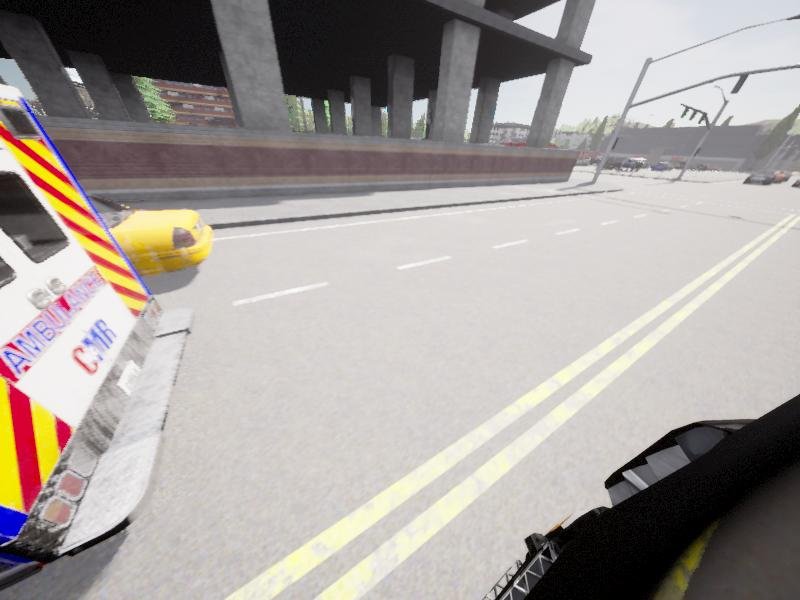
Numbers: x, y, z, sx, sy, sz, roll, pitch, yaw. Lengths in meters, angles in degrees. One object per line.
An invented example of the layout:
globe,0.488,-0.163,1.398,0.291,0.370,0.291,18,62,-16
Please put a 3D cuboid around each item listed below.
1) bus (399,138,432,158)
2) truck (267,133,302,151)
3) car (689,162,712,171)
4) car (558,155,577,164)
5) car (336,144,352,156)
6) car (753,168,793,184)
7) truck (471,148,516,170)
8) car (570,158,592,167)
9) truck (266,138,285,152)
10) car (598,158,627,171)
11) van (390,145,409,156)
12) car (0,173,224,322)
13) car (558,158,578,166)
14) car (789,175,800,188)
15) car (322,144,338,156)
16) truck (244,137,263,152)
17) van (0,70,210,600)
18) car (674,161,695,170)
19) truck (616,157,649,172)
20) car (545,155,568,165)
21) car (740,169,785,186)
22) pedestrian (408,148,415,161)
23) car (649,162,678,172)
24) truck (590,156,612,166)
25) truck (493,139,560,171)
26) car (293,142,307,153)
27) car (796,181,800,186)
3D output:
bus,4.018,-42.514,64.390,3.944,4.253,10.273,-16,38,-26
truck,-34.304,-47.013,68.882,8.468,3.827,2.891,-16,38,-26
car,73.679,-32.730,56.667,4.605,1.855,1.932,-16,38,-26
car,47.335,-39.597,65.110,4.605,1.855,1.932,-16,38,-26
car,-11.615,-31.196,48.094,1.905,1.878,3.866,-16,38,-26
car,53.211,-17.754,32.959,4.553,1.767,2.097,-16,38,-26
truck,13.601,-20.889,34.100,2.627,2.467,5.204,-16,38,-26
car,39.830,-30.186,50.814,3.806,1.475,1.970,-16,38,-26
truck,-27.557,-34.304,51.153,2.615,2.467,5.204,-16,38,-26
car,38.474,-24.578,41.821,4.605,1.855,1.932,-16,38,-26
van,-0.288,-42.245,65.324,2.351,2.431,6.366,-16,38,-26
car,-6.005,-0.746,3.210,5.366,1.575,1.801,-16,38,-26
car,38.395,-31.649,52.859,3.905,1.438,1.784,-16,38,-26
car,49.534,-14.340,27.830,3.806,1.475,1.970,-16,38,-26
car,-14.164,-30.472,46.818,1.905,1.878,3.866,-16,38,-26
truck,-31.293,-33.243,49.282,2.615,2.467,5.204,-16,38,-26
van,-4.706,0.768,0.255,6.366,2.431,2.351,-16,38,-26
car,72.290,-34.177,58.754,3.866,1.878,1.905,-16,38,-26
truck,39.975,-23.237,39.736,4.478,2.038,2.069,-16,38,-26
car,37.028,-33.144,54.632,4.605,1.855,1.932,-16,38,-26
car,46.433,-15.748,29.595,4.856,1.649,2.033,-16,38,-26
pedestrian,2.059,-25.860,40.995,0.751,1.860,0.751,-16,38,-26
car,53.003,-26.719,46.412,4.611,1.667,2.242,-16,38,-26
truck,51.467,-35.612,59.229,4.478,2.038,2.069,-16,38,-26
truck,19.657,-23.242,36.860,2.891,3.827,8.468,-16,38,-26
car,-23.195,-35.367,53.548,1.932,1.855,4.605,-16,38,-26
car,55.754,-16.075,30.992,4.181,1.385,1.994,-16,38,-26
